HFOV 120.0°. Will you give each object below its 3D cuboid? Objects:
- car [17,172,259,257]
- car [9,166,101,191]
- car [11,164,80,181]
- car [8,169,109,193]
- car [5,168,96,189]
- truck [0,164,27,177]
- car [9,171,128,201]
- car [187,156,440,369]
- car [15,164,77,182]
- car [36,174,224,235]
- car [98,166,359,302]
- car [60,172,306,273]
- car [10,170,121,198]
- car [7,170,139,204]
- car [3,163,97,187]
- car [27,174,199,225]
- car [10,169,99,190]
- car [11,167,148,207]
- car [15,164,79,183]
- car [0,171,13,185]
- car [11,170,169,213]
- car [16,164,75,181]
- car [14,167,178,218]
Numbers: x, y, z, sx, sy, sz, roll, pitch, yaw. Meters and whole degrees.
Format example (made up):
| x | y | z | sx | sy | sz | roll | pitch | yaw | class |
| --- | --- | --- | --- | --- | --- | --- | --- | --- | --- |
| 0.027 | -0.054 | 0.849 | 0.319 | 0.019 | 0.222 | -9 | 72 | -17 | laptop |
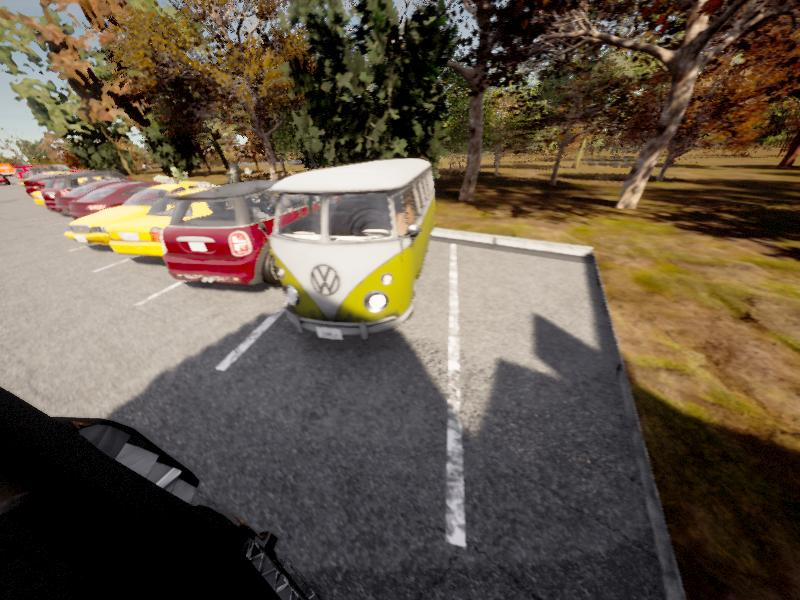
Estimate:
| x | y | z | sx | sy | sz | roll | pitch | yaw | class |
| --- | --- | --- | --- | --- | --- | --- | --- | --- | --- |
| -8.008 | -3.364 | 8.185 | 1.946 | 1.575 | 5.366 | 5 | 34 | 11 | car |
| -35.145 | -12.571 | 23.822 | 2.185 | 1.767 | 4.553 | 7 | 34 | 14 | car |
| -59.232 | -21.527 | 38.840 | 2.435 | 2.045 | 5.566 | 7 | 34 | 15 | car |
| -32.711 | -11.616 | 22.434 | 2.097 | 1.535 | 5.008 | 7 | 34 | 14 | car |
| -40.008 | -14.128 | 26.742 | 1.946 | 1.575 | 5.366 | 7 | 35 | 14 | car |
| -91.782 | -30.525 | 54.414 | 5.204 | 2.467 | 2.627 | 25 | 43 | 38 | truck |
| -25.388 | -9.040 | 18.072 | 2.163 | 1.488 | 4.792 | 6 | 34 | 13 | car |
| -0.404 | -1.308 | 4.124 | 1.878 | 1.987 | 4.442 | 4 | 34 | 10 | car |
| -54.450 | -19.656 | 35.718 | 1.878 | 1.987 | 4.442 | 7 | 35 | 14 | car |
| -10.492 | -4.204 | 9.715 | 2.002 | 1.452 | 4.674 | 5 | 34 | 11 | car |
| -2.931 | -2.020 | 5.566 | 2.185 | 1.767 | 4.553 | 4 | 34 | 11 | car |
| -5.415 | -2.796 | 7.144 | 1.946 | 1.575 | 5.366 | 4 | 34 | 11 | car |
| -27.830 | -9.914 | 19.568 | 2.163 | 1.488 | 4.792 | 6 | 34 | 13 | car |
| -22.932 | -8.251 | 16.650 | 2.097 | 1.535 | 5.008 | 6 | 34 | 13 | car |
| -42.377 | -15.330 | 28.278 | 2.435 | 2.045 | 5.566 | 7 | 34 | 15 | car |
| -12.999 | -4.989 | 11.081 | 2.002 | 1.452 | 4.674 | 5 | 34 | 12 | car |
| -37.553 | -13.348 | 25.396 | 2.231 | 1.521 | 4.892 | 7 | 34 | 14 | car |
| -20.453 | -7.555 | 15.193 | 2.185 | 1.767 | 4.553 | 6 | 34 | 12 | car |
| -52.040 | -18.770 | 34.208 | 1.878 | 1.987 | 4.442 | 7 | 35 | 14 | car |
| -56.521 | -17.009 | 32.291 | 3.988 | 1.617 | 1.851 | 20 | 40 | 30 | car |
| -17.943 | -6.725 | 13.983 | 1.946 | 1.575 | 5.366 | 5 | 34 | 12 | car |
| -56.860 | -20.541 | 37.226 | 1.878 | 1.987 | 4.442 | 7 | 35 | 14 | car |
| -15.508 | -5.907 | 12.348 | 2.185 | 1.767 | 4.553 | 5 | 34 | 12 | car |
